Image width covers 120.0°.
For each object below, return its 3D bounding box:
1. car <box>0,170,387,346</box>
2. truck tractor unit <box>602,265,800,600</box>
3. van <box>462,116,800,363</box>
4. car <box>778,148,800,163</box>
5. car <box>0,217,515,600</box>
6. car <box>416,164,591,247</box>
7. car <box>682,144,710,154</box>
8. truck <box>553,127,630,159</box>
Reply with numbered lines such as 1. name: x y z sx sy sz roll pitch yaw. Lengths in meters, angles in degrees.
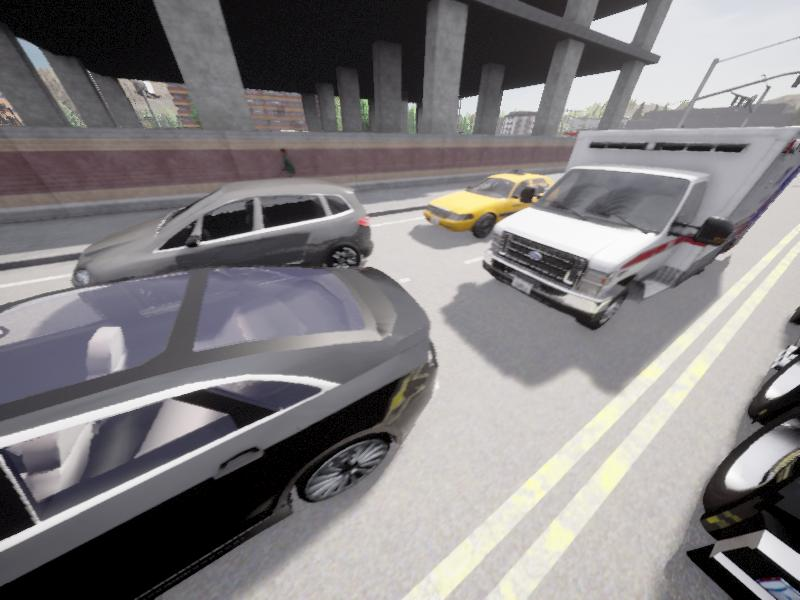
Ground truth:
1. car: -2.843 -1.277 4.359 4.611 1.667 2.242 -18 39 -25
2. truck tractor unit: 5.113 -0.298 0.790 6.516 4.208 3.053 -18 39 -24
3. van: 4.576 -1.689 4.360 6.366 2.431 2.351 -18 39 -24
4. car: 55.792 -20.278 32.291 4.856 1.649 2.033 -18 39 -24
5. car: -2.013 0.826 1.482 4.902 1.511 2.128 -18 39 -24
6. car: 3.292 -3.230 7.306 5.366 1.575 1.801 -18 39 -24
7. car: 62.377 -31.798 48.730 4.611 1.667 2.242 -18 39 -24
8. truck: 30.608 -25.565 37.634 2.891 3.827 8.468 -18 39 -25
